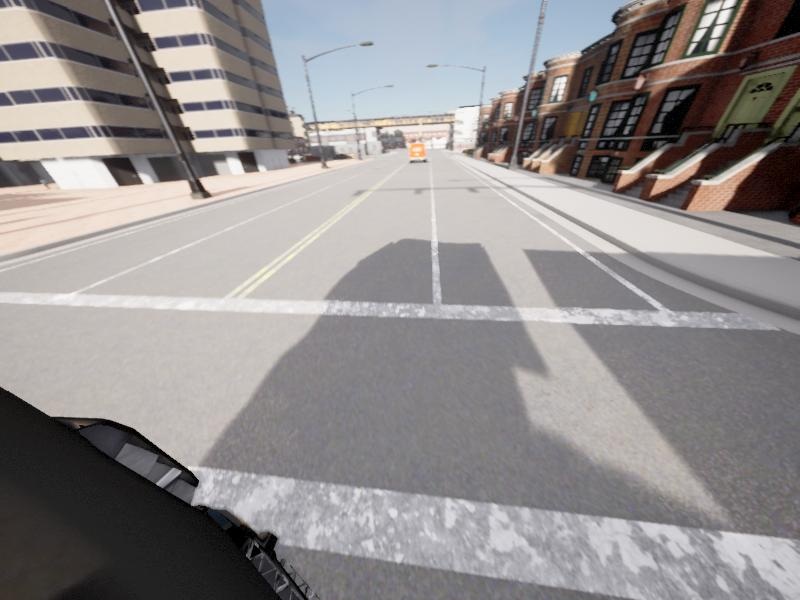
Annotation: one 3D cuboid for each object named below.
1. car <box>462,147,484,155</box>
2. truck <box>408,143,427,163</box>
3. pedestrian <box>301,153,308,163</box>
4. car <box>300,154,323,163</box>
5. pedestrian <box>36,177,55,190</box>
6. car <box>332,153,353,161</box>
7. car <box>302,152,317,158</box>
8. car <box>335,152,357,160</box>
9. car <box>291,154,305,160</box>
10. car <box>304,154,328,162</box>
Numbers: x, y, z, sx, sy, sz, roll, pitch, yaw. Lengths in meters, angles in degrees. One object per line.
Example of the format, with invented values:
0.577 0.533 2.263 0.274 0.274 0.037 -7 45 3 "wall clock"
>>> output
17.191 -35.355 54.728 4.718 1.301 1.895 2 34 7 "car"
2.829 -23.115 36.286 2.627 2.467 5.204 1 34 6 "truck"
-20.813 -30.877 50.288 0.751 1.860 0.751 -4 34 -2 "pedestrian"
-22.369 -35.939 58.612 4.856 1.649 2.033 0 34 6 "car"
-36.248 -11.896 23.624 0.500 1.100 0.500 -20 37 -24 "pedestrian"
-14.438 -35.875 57.881 4.674 1.442 1.812 0 34 6 "car"
-35.694 -57.168 91.063 5.027 1.636 2.152 1 34 5 "car"
-14.223 -37.853 60.762 5.008 1.535 1.882 0 34 6 "car"
-37.406 -52.381 84.658 3.806 1.475 1.970 0 34 6 "car"
-22.423 -37.777 61.609 5.357 1.411 2.033 0 34 6 "car"
